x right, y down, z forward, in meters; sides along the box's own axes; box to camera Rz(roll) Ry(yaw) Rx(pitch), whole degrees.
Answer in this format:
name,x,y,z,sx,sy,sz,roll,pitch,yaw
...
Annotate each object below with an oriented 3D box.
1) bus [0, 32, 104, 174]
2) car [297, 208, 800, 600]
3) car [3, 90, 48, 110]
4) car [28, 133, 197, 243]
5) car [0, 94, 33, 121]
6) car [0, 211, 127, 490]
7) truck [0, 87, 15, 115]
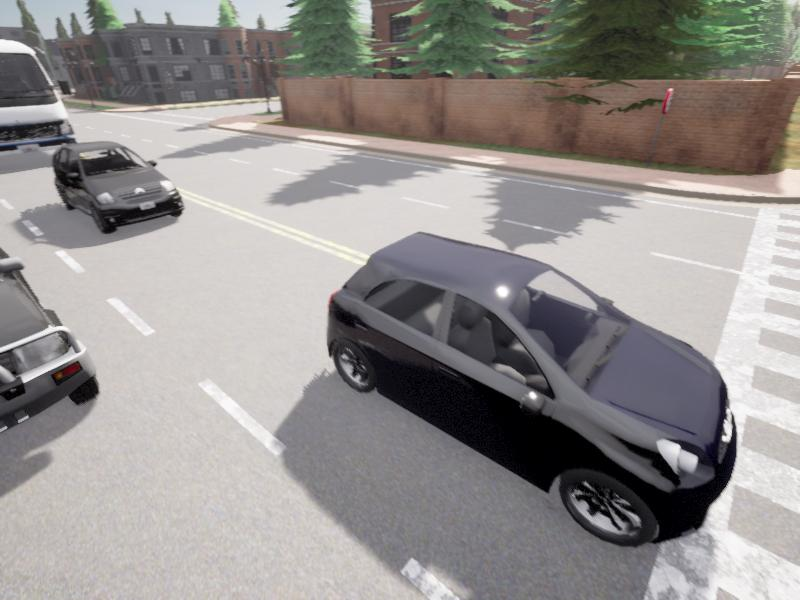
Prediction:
name,x,y,z,sx,sy,sz,roll,pitch,yaw
bus,-17.274,-8.382,16.853,10.273,4.253,3.944,22,38,35
car,1.020,0.421,3.782,3.633,1.501,1.845,22,37,34
car,-38.975,-20.849,41.632,5.027,1.651,2.152,23,38,35
car,-6.975,-2.889,9.674,3.988,1.617,1.851,23,38,35
car,-32.244,-15.728,32.603,5.027,1.651,2.152,23,38,35
car,-5.126,0.090,4.239,4.605,1.855,1.932,22,37,35
truck,-38.354,-18.472,37.061,6.274,2.098,2.390,23,38,35
